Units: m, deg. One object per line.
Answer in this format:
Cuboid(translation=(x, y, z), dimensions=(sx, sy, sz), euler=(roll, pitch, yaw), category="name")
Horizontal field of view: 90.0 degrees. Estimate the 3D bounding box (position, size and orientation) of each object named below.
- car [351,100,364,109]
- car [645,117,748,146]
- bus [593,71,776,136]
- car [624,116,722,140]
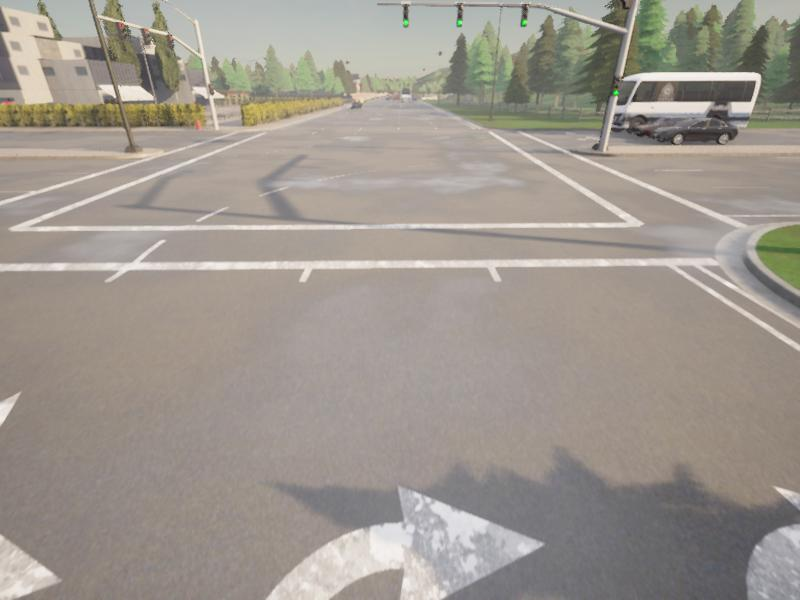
Cuboid(translation=(-8.709, -39.996, 81.957), dimensions=(2.128, 1.511, 4.902), euler=(0, 27, 0), category="car")
Cuboid(translation=(18.741, -10.750, 25.474), dimensions=(4.892, 1.490, 1.837), euler=(0, 27, -1), category="car")
Cuboid(translation=(21.410, -15.167, 30.970), dimensions=(10.273, 4.253, 3.944), euler=(0, 27, -1), category="bus")
Cuboid(translation=(19.380, -12.326, 28.611), dimensions=(5.357, 1.411, 2.033), euler=(0, 27, -1), category="car")
